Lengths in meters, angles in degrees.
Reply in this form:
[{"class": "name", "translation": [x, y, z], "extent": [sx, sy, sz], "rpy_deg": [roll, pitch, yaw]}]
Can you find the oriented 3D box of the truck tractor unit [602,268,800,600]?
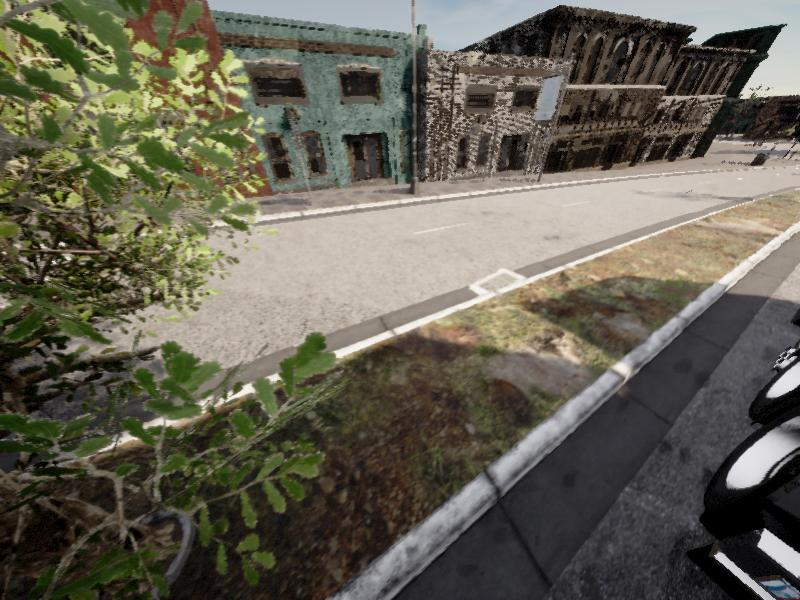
[{"class": "truck tractor unit", "translation": [5.122, -0.284, 0.798], "extent": [6.516, 4.208, 3.053], "rpy_deg": [-17, 38, -24]}]
